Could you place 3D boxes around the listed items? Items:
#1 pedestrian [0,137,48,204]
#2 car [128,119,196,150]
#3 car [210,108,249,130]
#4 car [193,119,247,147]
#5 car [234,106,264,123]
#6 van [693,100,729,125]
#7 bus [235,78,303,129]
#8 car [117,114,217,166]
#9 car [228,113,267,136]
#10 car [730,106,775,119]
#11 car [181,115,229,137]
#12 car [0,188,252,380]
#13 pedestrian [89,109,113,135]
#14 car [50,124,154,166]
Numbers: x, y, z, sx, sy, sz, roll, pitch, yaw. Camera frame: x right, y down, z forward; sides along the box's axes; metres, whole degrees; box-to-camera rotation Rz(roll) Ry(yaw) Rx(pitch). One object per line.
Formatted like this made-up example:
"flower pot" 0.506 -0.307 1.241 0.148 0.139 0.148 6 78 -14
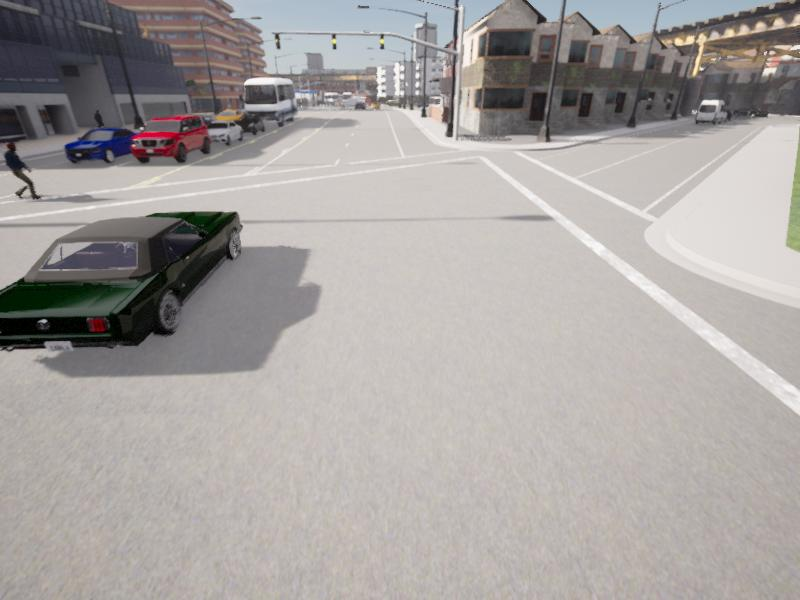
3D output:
"pedestrian" -12.068 -4.095 12.637 0.751 1.860 0.751 -11 29 -20
"car" -15.864 -11.287 27.056 1.837 1.490 4.892 -2 28 -2
"car" -16.553 -17.740 39.104 1.882 1.535 5.008 -1 29 -3
"car" -12.409 -11.743 27.964 1.812 1.442 4.674 -1 28 -3
"car" -16.909 -20.931 45.061 1.812 1.442 4.674 -1 29 -2
"van" 37.177 -22.422 47.775 1.988 2.561 5.915 23 35 38
"bus" -13.110 -20.637 41.584 3.944 4.253 10.273 -1 29 -3
"car" -12.041 -8.659 21.347 2.150 2.045 5.566 -1 27 -2
"car" -12.740 -14.828 33.753 1.816 1.474 4.193 -1 28 -2
"car" 53.651 -28.688 61.014 1.930 1.638 5.238 -1 27 -2
"car" -16.218 -14.658 33.555 1.994 1.385 4.181 -1 28 -1
"car" -4.189 -0.707 6.636 1.895 1.301 4.718 -1 27 -3
"pedestrian" -23.291 -13.858 31.178 0.751 1.860 0.751 1 27 2
"car" -15.543 -8.334 21.291 1.882 1.535 5.008 -2 27 -2
